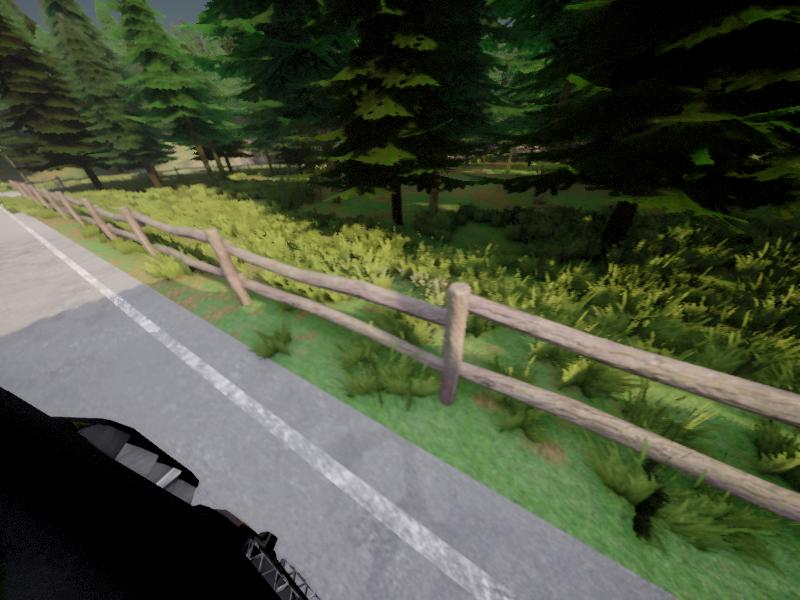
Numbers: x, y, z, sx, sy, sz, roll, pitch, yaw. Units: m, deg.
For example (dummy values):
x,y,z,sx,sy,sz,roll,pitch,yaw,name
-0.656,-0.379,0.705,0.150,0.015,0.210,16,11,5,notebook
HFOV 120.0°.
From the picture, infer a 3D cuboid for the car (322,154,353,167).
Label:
x,y,z,sx,sy,sz,roll,pitch,yaw,name
-10.211,-23.129,38.292,4.674,1.442,1.812,-8,34,-8,car
